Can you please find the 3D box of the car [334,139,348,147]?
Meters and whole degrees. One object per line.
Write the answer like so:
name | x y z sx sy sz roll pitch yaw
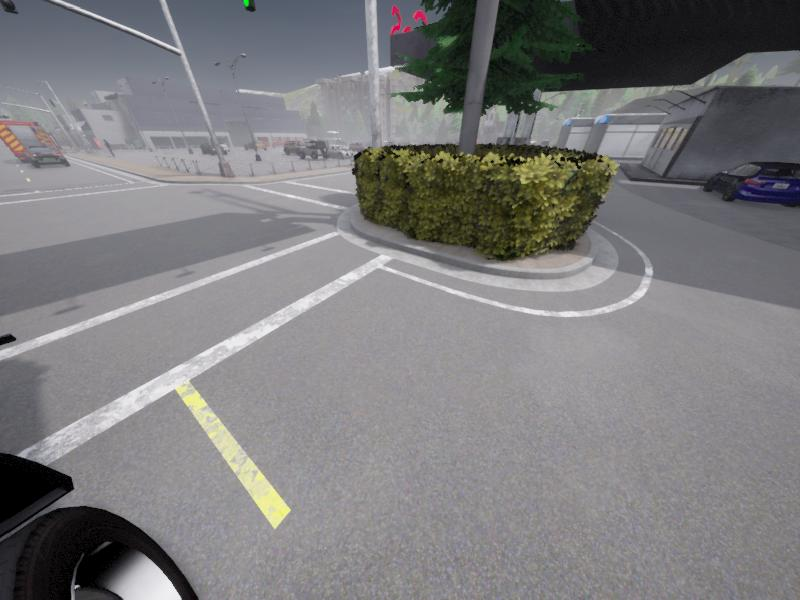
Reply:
car | -18.773 -50.131 73.640 1.905 1.878 3.866 22 41 28

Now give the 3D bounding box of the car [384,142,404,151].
car | -1.296 -31.963 48.007 3.633 1.501 1.845 22 41 28

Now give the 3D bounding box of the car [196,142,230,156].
car | -26.926 -21.719 33.246 4.514 1.523 2.007 22 41 28

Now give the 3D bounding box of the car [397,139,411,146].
car | 1.369 -53.644 78.790 4.605 1.855 1.932 22 40 27

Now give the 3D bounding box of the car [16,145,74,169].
car | -31.420 -12.709 20.411 4.974 1.542 2.038 22 41 28

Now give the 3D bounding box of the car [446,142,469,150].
car | 13.521 -36.470 54.543 4.514 1.523 2.007 22 41 28

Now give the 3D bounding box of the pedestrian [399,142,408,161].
pedestrian | 0.384 -17.112 26.623 0.751 1.860 0.751 22 40 27

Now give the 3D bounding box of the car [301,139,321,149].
car | -19.902 -35.112 51.926 3.866 1.878 1.905 22 41 28

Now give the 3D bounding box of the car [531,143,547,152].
car | 31.076 -34.105 51.619 2.007 1.525 4.514 22 41 28

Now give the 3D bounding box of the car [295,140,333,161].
car | -10.164 -17.688 27.256 3.866 1.878 1.905 22 41 28

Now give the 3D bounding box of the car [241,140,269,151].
car | -27.214 -29.028 43.370 5.027 1.636 2.152 22 41 28

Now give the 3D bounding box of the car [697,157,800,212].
car | 17.423 -5.820 11.300 2.242 1.667 4.611 22 41 28

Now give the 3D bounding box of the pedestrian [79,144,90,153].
pedestrian | -46.946 -22.479 34.366 0.500 1.100 0.500 20 40 26

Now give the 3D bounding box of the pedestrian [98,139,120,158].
pedestrian | -34.440 -17.969 27.332 0.751 1.860 0.751 -22 41 -28

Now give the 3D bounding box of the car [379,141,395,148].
car | -3.462 -41.202 61.220 3.806 1.475 1.970 22 41 28

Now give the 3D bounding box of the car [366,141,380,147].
car | -7.849 -45.075 66.671 3.633 1.501 1.845 22 41 28

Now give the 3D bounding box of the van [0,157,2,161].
van | -45.066 -15.985 24.524 4.480 2.038 2.069 22 41 28

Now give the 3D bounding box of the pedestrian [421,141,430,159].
pedestrian | 3.344 -19.580 30.149 0.751 1.860 0.751 22 41 28

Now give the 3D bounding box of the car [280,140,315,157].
car | -14.743 -21.829 33.139 4.605 1.855 1.932 22 41 28

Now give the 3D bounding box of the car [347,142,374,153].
car | -7.041 -27.292 41.297 4.514 1.523 2.007 22 41 28

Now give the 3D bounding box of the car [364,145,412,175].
car | -0.882 -11.789 19.339 1.905 1.878 3.866 22 41 28

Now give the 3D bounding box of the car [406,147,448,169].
car | 2.837 -14.706 23.734 2.033 1.649 4.856 22 41 28

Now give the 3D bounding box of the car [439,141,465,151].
car | 11.771 -34.984 52.405 5.027 1.636 2.152 22 41 28

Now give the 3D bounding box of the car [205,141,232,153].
car | -30.617 -25.835 38.951 3.806 1.475 1.970 22 41 28

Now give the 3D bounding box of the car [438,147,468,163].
car | 6.480 -17.608 28.011 1.970 1.475 3.806 22 41 28

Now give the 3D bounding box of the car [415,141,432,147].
car | 7.701 -50.974 75.389 4.792 1.488 2.163 22 40 27

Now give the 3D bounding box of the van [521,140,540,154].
van | 25.288 -29.634 44.726 2.069 2.038 4.480 22 41 28

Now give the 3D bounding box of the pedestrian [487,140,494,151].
pedestrian | 18.993 -32.356 48.396 0.751 1.860 0.751 24 42 30

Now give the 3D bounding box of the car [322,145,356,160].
car | -7.764 -18.818 29.370 3.806 1.475 1.970 22 41 28

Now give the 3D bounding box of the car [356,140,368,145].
car | -13.777 -57.613 84.633 1.816 1.474 4.193 22 41 28

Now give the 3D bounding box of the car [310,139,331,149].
car | -18.580 -36.600 54.083 4.605 1.855 1.932 22 41 28

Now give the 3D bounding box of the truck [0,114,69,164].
truck | -38.716 -16.620 23.921 8.468 3.827 2.891 22 41 28
